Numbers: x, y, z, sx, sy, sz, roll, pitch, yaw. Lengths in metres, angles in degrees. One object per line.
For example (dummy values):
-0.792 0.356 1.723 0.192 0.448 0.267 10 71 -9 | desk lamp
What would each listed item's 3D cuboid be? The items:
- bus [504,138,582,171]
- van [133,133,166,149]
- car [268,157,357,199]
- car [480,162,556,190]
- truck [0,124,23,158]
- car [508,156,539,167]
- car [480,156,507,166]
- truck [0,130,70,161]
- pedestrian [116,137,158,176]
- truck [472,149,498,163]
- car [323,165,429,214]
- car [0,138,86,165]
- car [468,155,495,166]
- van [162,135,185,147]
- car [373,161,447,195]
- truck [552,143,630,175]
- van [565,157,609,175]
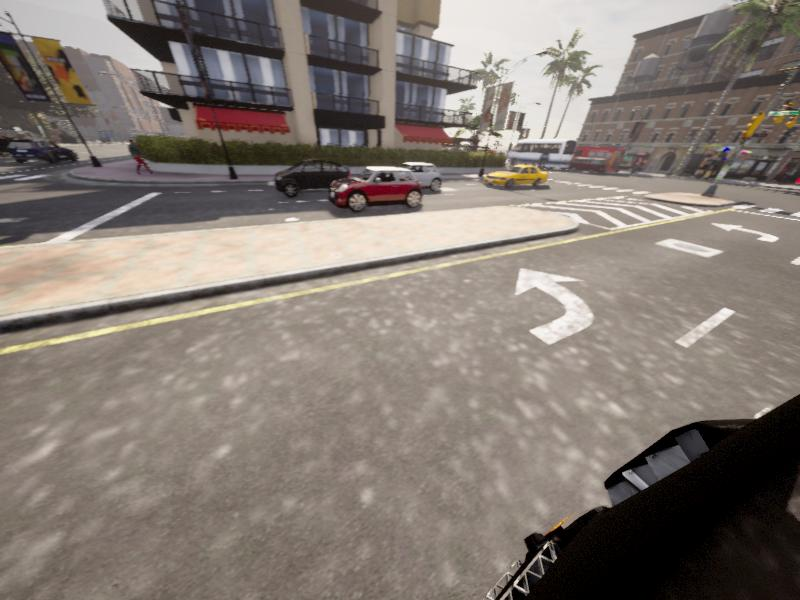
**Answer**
24.126 -25.293 40.078 3.944 4.253 10.273 -13 37 -23 | bus
-49.751 -31.676 46.145 2.351 2.431 6.366 -14 37 -23 | van
-4.283 -6.152 11.565 3.705 1.549 1.789 -14 37 -23 | car
8.858 -9.380 17.352 5.366 1.575 1.801 -14 37 -23 | car
-36.656 -13.402 18.180 2.891 3.827 8.468 -14 37 -23 | truck
24.778 -27.922 46.465 1.930 1.638 5.238 -13 37 -23 | car
17.988 -26.926 44.659 1.812 1.442 4.674 -13 37 -23 | car
-33.965 -13.900 20.688 2.390 2.098 6.274 -14 37 -23 | truck
-15.490 -8.483 13.699 0.751 1.860 0.751 -8 35 -15 | pedestrian
19.895 -33.917 54.417 2.627 2.467 5.204 -13 36 -23 | truck
-0.988 -4.766 9.774 3.806 1.475 1.970 -14 37 -23 | car
-28.599 -11.960 18.559 2.033 1.649 4.856 -14 37 -23 | car
15.033 -26.002 42.977 2.007 1.525 4.514 -13 37 -23 | car
-57.839 -40.705 59.227 2.351 2.431 6.366 -14 37 -23 | van
0.566 -7.306 13.725 3.806 1.475 1.970 -14 37 -23 | car
30.062 -22.782 37.088 2.891 3.827 8.468 -13 37 -23 | truck
27.874 -20.121 34.575 1.775 1.987 4.442 -13 37 -23 | van
